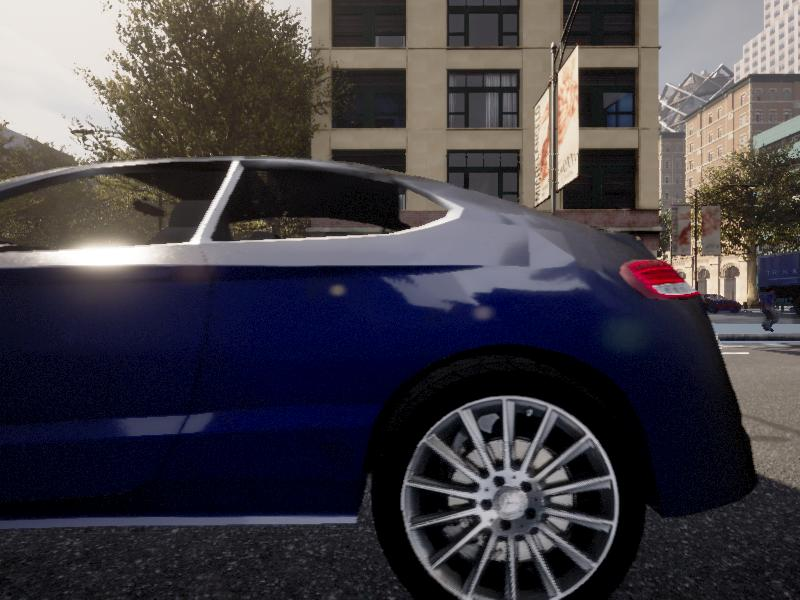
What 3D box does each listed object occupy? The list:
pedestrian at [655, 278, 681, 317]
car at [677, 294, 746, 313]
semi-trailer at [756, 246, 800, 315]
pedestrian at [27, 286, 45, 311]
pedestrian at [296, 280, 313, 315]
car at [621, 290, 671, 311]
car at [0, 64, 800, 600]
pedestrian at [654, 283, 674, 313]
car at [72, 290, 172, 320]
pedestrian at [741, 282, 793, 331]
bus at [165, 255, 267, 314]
[{"bbox_3d":[12.812,-0.115,19.129,0.751,1.860,0.751,0,0,3],"label":"pedestrian"},{"bbox_3d":[26.401,0.251,34.179,2.163,1.488,4.792,0,0,1],"label":"car"},{"bbox_3d":[26.581,-1.219,21.431,2.717,4.402,14.254,0,0,2],"label":"semi-trailer"},{"bbox_3d":[-28.208,-0.115,31.005,0.751,1.860,0.751,0,0,2],"label":"pedestrian"},{"bbox_3d":[-5.132,-0.115,21.557,0.751,1.860,0.751,0,0,-3],"label":"pedestrian"},{"bbox_3d":[22.936,0.052,37.538,1.932,1.855,4.605,0,0,1],"label":"car"},{"bbox_3d":[-1.180,0.180,2.216,5.027,1.651,2.152,0,0,1],"label":"car"},{"bbox_3d":[16.569,-0.115,25.085,0.751,1.860,0.751,0,0,-7],"label":"pedestrian"},{"bbox_3d":[-15.110,0.237,22.154,2.128,1.511,4.902,0,0,0],"label":"car"},{"bbox_3d":[10.061,0.165,10.990,0.751,1.300,0.751,0,0,2],"label":"pedestrian"},{"bbox_3d":[-15.179,-1.134,34.389,3.944,4.253,10.273,0,0,0],"label":"bus"}]
